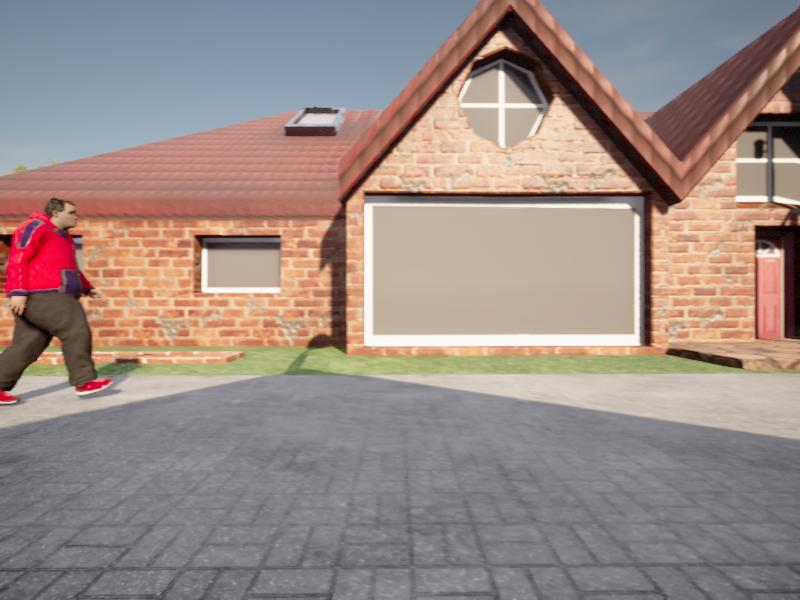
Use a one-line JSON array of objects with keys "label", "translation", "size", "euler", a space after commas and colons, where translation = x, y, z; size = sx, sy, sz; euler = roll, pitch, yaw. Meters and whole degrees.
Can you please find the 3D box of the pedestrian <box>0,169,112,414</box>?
[{"label": "pedestrian", "translation": [-3.033, -0.064, 3.435], "size": [0.751, 1.860, 0.751], "euler": [0, 0, -23]}]
